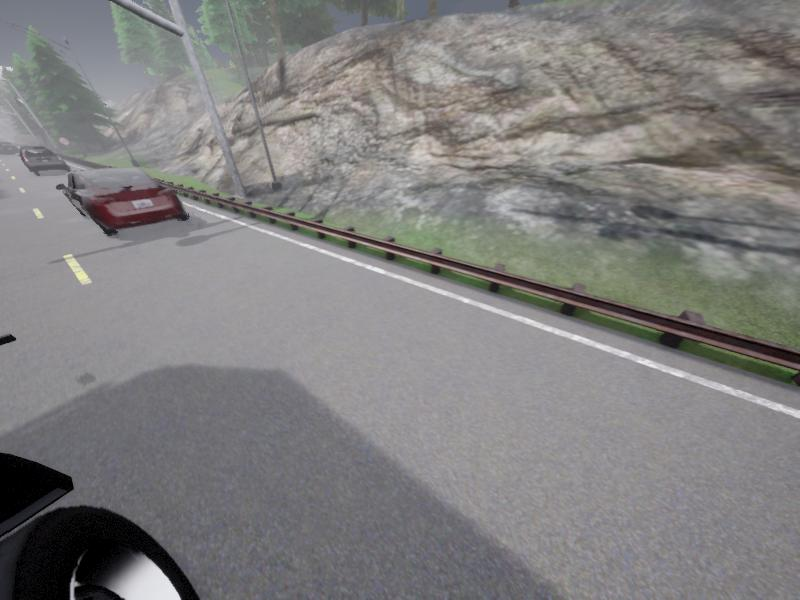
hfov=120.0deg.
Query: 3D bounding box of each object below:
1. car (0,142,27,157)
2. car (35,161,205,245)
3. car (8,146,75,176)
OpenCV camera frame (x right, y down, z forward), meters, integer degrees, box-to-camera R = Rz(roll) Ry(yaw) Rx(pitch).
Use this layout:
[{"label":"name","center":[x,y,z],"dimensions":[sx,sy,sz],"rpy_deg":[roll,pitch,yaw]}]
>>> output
[{"label":"car","center":[-58.100,-21.665,33.151],"dimensions":[4.611,1.667,2.242],"rpy_deg":[1,35,0]},{"label":"car","center":[-8.751,-3.289,7.224],"dimensions":[4.792,1.488,2.163],"rpy_deg":[22,40,27]},{"label":"car","center":[-25.885,-10.135,16.700],"dimensions":[3.988,1.617,1.851],"rpy_deg":[22,40,27]}]
